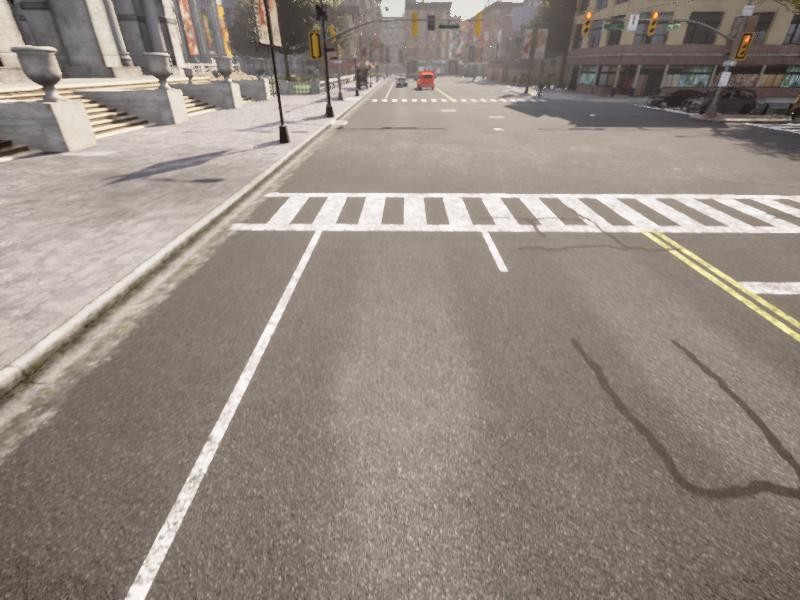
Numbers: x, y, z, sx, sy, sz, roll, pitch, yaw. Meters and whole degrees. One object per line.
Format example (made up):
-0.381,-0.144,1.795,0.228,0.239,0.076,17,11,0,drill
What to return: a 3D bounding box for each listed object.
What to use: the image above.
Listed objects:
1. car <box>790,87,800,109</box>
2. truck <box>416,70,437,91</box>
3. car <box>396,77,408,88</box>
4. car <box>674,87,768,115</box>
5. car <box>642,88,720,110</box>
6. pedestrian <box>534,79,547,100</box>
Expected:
34.816,-16.156,32.113,4.514,1.525,2.007,0,30,0,car
3.793,-31.635,57.576,2.627,2.467,5.204,0,31,0,truck
0.324,-34.790,63.952,1.970,1.475,3.806,0,30,0,car
23.111,-14.435,29.020,4.611,1.667,2.242,0,30,-1,car
22.583,-16.232,32.310,4.674,1.442,1.812,2,30,3,car
14.181,-21.259,40.429,0.751,1.860,0.751,0,30,-1,pedestrian
